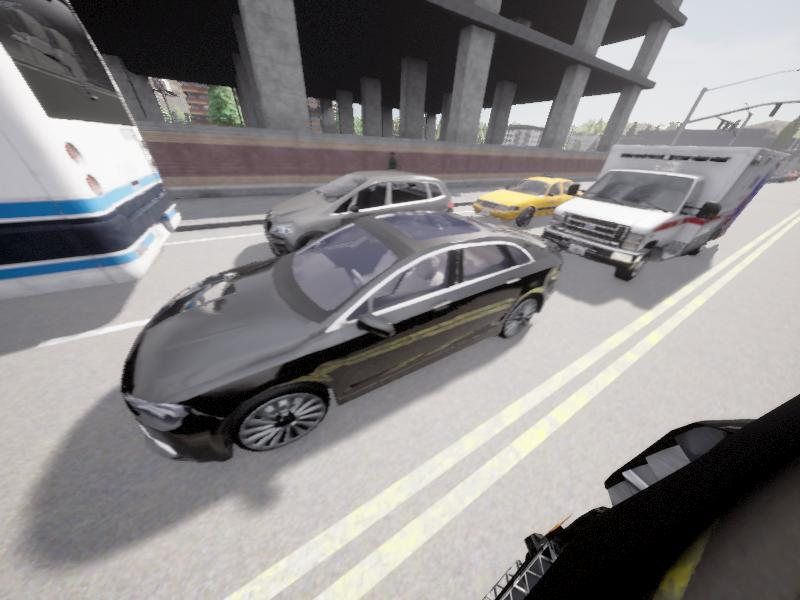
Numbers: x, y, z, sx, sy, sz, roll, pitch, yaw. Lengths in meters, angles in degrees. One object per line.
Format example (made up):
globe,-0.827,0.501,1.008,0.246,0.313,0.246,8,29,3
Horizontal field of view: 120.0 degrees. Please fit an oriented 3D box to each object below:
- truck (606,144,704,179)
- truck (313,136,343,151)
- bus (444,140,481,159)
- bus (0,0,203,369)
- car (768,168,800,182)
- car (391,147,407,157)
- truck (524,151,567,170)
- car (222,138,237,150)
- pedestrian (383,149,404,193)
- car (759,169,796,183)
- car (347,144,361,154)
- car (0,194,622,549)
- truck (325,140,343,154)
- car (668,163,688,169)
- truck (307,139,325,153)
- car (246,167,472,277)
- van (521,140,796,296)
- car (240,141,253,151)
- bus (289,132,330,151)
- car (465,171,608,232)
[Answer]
truck,36.892,-20.557,34.089,2.891,3.827,8.468,-14,37,-23
truck,-23.001,-50.371,74.466,8.468,3.827,2.891,-16,38,-26
bus,17.700,-43.441,66.646,3.944,4.253,10.273,-16,38,-26
bus,-8.423,-1.089,1.098,10.273,4.253,3.944,-16,38,-26
car,64.488,-20.905,38.647,4.553,1.767,2.097,-16,38,-26
car,-0.325,-34.486,53.716,1.905,1.878,3.866,-16,38,-26
truck,24.883,-24.115,39.754,2.627,2.467,5.204,-16,38,-26
car,-34.374,-31.496,46.702,1.905,1.878,3.866,-16,38,-26
pedestrian,-0.376,-6.530,11.732,0.751,1.860,0.751,-16,38,-26
car,57.709,-18.918,35.273,4.856,1.649,2.033,-16,38,-26
car,-11.901,-38.685,59.156,1.932,1.855,4.605,-16,38,-26
car,-0.037,-0.190,2.861,4.902,1.511,2.128,-16,38,-26
truck,-16.264,-37.626,56.759,2.615,2.467,5.204,-16,38,-26
car,76.634,-36.915,63.701,5.357,1.415,2.033,-16,38,-26
truck,-20.000,-36.570,54.887,2.615,2.467,5.204,-16,38,-26
car,-0.864,-2.259,5.764,4.611,1.667,2.242,-16,38,-26
van,6.562,-2.446,5.924,6.366,2.431,2.351,-16,38,-26
car,-31.756,-31.825,47.737,1.816,1.474,4.193,-16,38,-26
bus,-26.903,-47.295,69.159,10.273,4.253,3.944,-16,38,-26
car,5.262,-3.966,8.876,5.366,1.575,1.801,-16,38,-26
